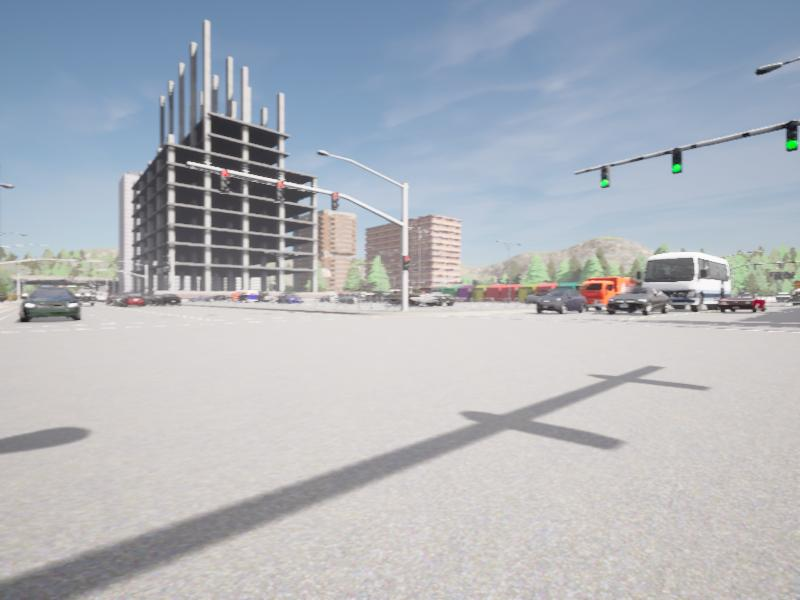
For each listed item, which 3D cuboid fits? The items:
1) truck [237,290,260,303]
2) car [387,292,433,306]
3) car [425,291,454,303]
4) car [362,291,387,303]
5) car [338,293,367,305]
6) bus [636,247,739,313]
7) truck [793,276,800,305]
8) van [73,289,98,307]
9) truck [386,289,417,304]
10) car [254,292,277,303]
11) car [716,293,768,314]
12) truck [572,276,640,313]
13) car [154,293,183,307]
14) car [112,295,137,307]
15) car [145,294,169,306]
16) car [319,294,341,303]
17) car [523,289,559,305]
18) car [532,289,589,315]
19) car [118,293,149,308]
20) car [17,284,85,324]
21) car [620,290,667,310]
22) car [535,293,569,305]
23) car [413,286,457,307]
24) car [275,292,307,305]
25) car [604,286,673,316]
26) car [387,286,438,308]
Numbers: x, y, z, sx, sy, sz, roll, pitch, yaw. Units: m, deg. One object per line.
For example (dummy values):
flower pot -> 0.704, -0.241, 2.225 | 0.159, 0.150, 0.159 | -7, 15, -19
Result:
truck -> -24.751, -0.532, 65.220 | 2.069, 2.038, 4.478 | 0, 0, -42
car -> 1.048, -0.106, 44.652 | 2.033, 1.415, 5.357 | 0, 0, -42
car -> 6.306, -0.446, 64.172 | 1.932, 1.855, 4.605 | 0, 0, -42
car -> -4.043, -0.435, 63.444 | 1.905, 1.878, 3.866 | 0, 0, -42
car -> -6.276, -0.139, 52.894 | 1.970, 1.475, 3.806 | 0, 0, -42
bus -> 22.100, -1.309, 30.450 | 10.273, 4.253, 3.944 | 0, 0, -40
truck -> 56.962, -1.245, 55.383 | 8.468, 3.827, 2.891 | 0, 0, -40
van -> -38.323, -0.269, 48.672 | 2.069, 2.038, 4.480 | 0, 0, -42
truck -> 0.196, -0.509, 58.676 | 2.069, 2.038, 4.478 | 0, 0, -42
car -> -22.631, -0.448, 67.193 | 1.932, 1.855, 4.605 | 0, 0, -42
car -> 22.942, 0.188, 26.740 | 4.718, 1.301, 1.895 | 0, 0, -40
truck -> 15.172, -0.409, 29.345 | 5.204, 2.467, 2.627 | 0, 0, -40
car -> -26.775, -0.012, 46.259 | 1.882, 1.535, 5.008 | 0, 0, -42
car -> -33.505, 0.101, 48.540 | 1.895, 1.301, 4.718 | 0, 0, -42
car -> -31.094, 0.012, 51.085 | 1.812, 1.442, 4.674 | 0, 0, -42
car -> -11.981, -0.215, 68.020 | 1.970, 1.475, 3.806 | 0, 0, -42
car -> 17.946, -0.380, 51.077 | 1.905, 1.878, 3.866 | 0, 0, -42
car -> 10.019, 0.086, 24.916 | 3.633, 1.501, 1.845 | 0, 0, -41
car -> -29.262, 0.031, 43.787 | 2.163, 1.488, 4.792 | 0, 0, -42
car -> -15.509, 0.134, 17.855 | 2.038, 1.542, 4.974 | 0, 0, -41
car -> 20.863, 0.008, 34.151 | 5.366, 1.575, 1.801 | 0, 0, -40
car -> 20.120, -0.152, 52.991 | 1.970, 1.475, 3.806 | 0, 0, -42
car -> 3.289, -0.306, 38.029 | 1.905, 1.878, 3.866 | 0, 0, -42
car -> -14.756, -0.213, 53.976 | 2.242, 1.667, 4.611 | 0, 0, -42
car -> 14.502, 0.042, 24.187 | 5.027, 1.651, 2.152 | 0, 0, -42
car -> 1.088, -0.298, 36.150 | 1.932, 1.855, 4.605 | 0, 0, -42
